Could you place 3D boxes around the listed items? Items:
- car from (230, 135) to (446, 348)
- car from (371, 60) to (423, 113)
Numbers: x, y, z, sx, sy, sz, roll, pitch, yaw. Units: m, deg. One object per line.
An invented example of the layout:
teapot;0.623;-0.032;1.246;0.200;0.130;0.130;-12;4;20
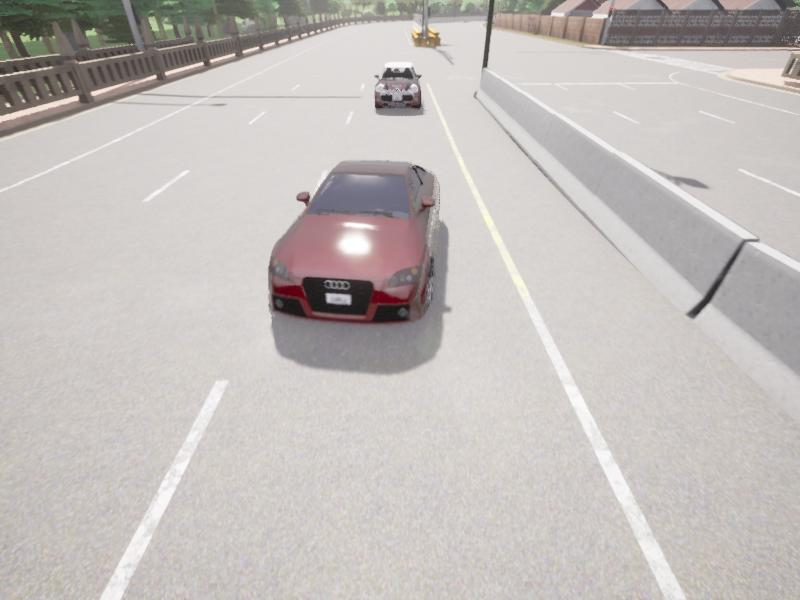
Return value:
car;-0.426;-1.262;5.967;1.994;1.385;4.181;4;34;6
car;-0.093;-9.124;16.951;1.970;1.475;3.806;0;36;1
